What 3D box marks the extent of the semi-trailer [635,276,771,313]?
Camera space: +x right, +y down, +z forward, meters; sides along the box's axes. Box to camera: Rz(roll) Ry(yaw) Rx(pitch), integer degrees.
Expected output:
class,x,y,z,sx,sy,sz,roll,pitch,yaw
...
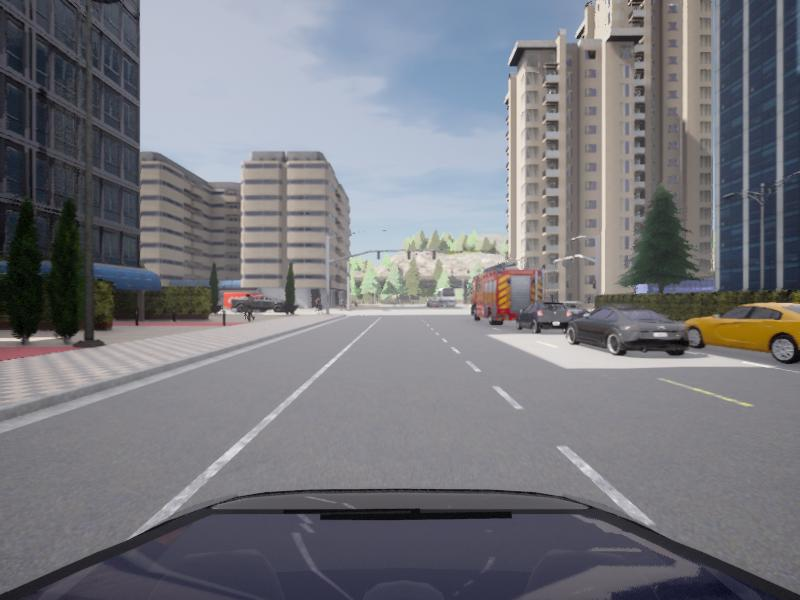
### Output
class,x,y,z,sx,sy,sz,roll,pitch,yaw
semi-trailer,36.891,-0.634,49.046,14.254,4.402,2.717,0,0,2

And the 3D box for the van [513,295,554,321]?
class,x,y,z,sx,sy,sz,roll,pitch,yaw
van,10.497,0.587,31.884,1.775,1.987,4.442,0,0,0

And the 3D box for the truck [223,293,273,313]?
class,x,y,z,sx,sy,sz,roll,pitch,yaw
truck,-18.738,0.340,49.455,5.204,2.467,2.627,0,0,1

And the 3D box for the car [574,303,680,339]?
class,x,y,z,sx,sy,sz,roll,pitch,yaw
car,10.500,0.888,19.132,2.033,1.411,5.357,0,0,0

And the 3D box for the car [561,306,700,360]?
class,x,y,z,sx,sy,sz,roll,pitch,yaw
car,7.006,0.903,12.788,1.994,1.385,4.181,0,0,-1

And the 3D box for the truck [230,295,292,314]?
class,x,y,z,sx,sy,sz,roll,pitch,yaw
truck,-15.833,0.526,45.912,6.274,2.098,2.390,0,0,1

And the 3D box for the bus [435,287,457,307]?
class,x,y,z,sx,sy,sz,roll,pitch,yaw
bus,10.373,-0.566,91.221,3.944,4.253,10.273,0,0,0

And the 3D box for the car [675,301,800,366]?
class,x,y,z,sx,sy,sz,roll,pitch,yaw
car,10.498,0.819,11.417,1.882,1.535,5.008,0,0,0

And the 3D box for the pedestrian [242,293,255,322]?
class,x,y,z,sx,sy,sz,roll,pitch,yaw
pedestrian,-9.976,0.475,26.364,0.751,1.860,0.751,0,0,-12

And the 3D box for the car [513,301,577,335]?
class,x,y,z,sx,sy,sz,roll,pitch,yaw
car,6.999,0.820,19.735,1.845,1.501,3.633,0,0,0

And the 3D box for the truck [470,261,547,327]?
class,x,y,z,sx,sy,sz,roll,pitch,yaw
truck,7.004,-0.330,27.302,2.891,3.827,8.468,0,0,0

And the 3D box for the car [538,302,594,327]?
class,x,y,z,sx,sy,sz,roll,pitch,yaw
car,10.497,0.844,25.587,1.970,1.475,3.806,0,0,0

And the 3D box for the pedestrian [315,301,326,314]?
class,x,y,z,sx,sy,sz,roll,pitch,yaw
pedestrian,-7.872,0.751,39.746,0.751,1.300,0.751,0,0,23
